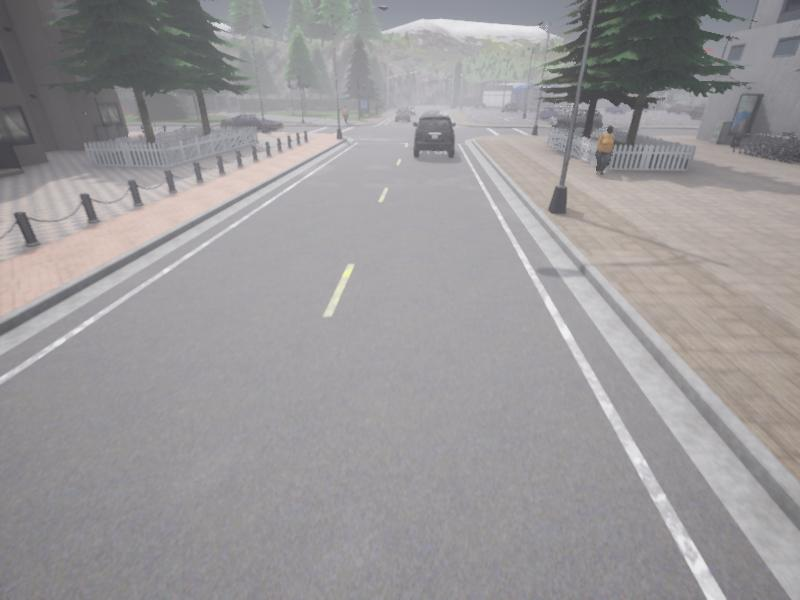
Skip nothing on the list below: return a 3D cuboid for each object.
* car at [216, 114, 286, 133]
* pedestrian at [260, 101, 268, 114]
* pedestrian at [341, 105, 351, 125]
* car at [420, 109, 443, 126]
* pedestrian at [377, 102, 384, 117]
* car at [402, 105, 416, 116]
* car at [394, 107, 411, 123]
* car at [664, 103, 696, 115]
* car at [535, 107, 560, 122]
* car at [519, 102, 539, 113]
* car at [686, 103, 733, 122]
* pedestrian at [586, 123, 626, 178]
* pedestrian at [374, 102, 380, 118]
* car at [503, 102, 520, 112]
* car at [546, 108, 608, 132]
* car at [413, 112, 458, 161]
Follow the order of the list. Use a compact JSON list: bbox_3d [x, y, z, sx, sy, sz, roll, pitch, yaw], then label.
[{"bbox_3d":[-13.137,-15.695,35.487,5.357,1.411,2.033,2,27,4],"label":"car"},{"bbox_3d":[-21.797,-30.969,64.251,0.751,1.860,0.751,-17,32,-30],"label":"pedestrian"},{"bbox_3d":[-5.523,-18.837,40.731,0.751,1.860,0.751,3,27,6],"label":"pedestrian"},{"bbox_3d":[3.619,-20.627,45.020,2.163,1.488,4.792,4,27,7],"label":"car"},{"bbox_3d":[-2.722,-26.784,56.159,0.751,1.860,0.751,2,27,3],"label":"pedestrian"},{"bbox_3d":[1.477,-29.676,62.674,1.970,1.475,3.806,2,27,3],"label":"car"},{"bbox_3d":[0.360,-22.209,48.005,1.789,1.549,3.705,2,27,3],"label":"car"},{"bbox_3d":[44.233,-30.255,63.308,2.007,1.523,4.514,2,27,4],"label":"car"},{"bbox_3d":[17.917,-22.701,48.775,1.845,1.501,3.633,2,27,4],"label":"car"},{"bbox_3d":[23.058,-34.539,71.660,2.152,1.636,5.027,2,27,4],"label":"car"},{"bbox_3d":[36.434,-22.212,47.252,1.932,1.855,4.605,2,27,4],"label":"car"},{"bbox_3d":[7.793,-5.687,15.221,0.751,1.860,0.751,0,27,0],"label":"pedestrian"},{"bbox_3d":[-3.104,-25.491,53.649,0.751,1.860,0.751,-5,28,-9],"label":"pedestrian"},{"bbox_3d":[19.927,-34.621,71.833,2.007,1.523,4.514,2,27,4],"label":"car"},{"bbox_3d":[16.030,-16.457,36.481,4.605,1.855,1.932,2,27,4],"label":"car"},{"bbox_3d":[1.911,-9.214,22.254,2.150,2.045,5.566,2,27,3],"label":"car"}]
